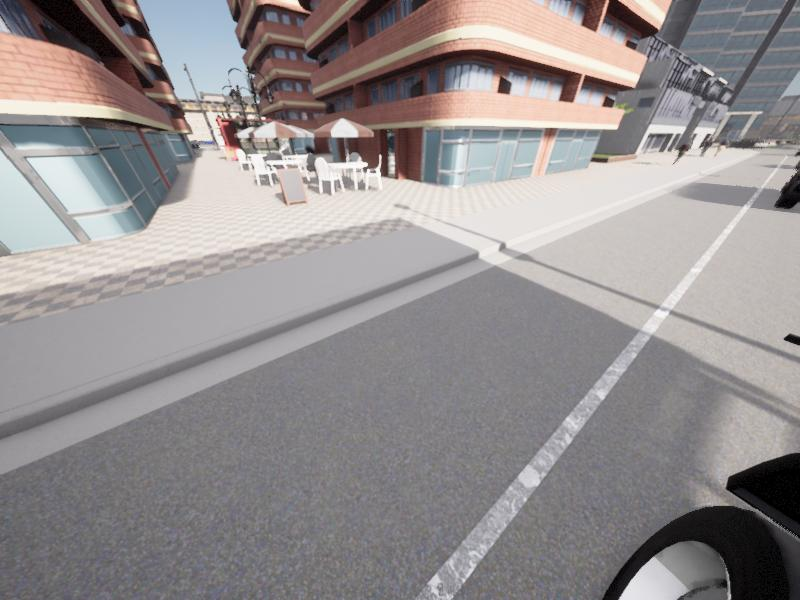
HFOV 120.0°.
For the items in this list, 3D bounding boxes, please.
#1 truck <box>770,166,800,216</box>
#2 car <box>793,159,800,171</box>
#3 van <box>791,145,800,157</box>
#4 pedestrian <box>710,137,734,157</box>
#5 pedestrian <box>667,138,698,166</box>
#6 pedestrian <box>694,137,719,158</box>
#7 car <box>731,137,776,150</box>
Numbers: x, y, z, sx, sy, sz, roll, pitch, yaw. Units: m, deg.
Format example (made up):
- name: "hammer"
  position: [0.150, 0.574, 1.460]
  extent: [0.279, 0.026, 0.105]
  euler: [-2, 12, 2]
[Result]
- name: "truck"
  position: [16.497, -4.517, 8.342]
  extent: [6.274, 2.098, 2.390]
  euler: [-22, 41, -28]
- name: "car"
  position: [32.440, -10.741, 17.658]
  extent: [4.181, 1.385, 1.994]
  euler: [-22, 41, -28]
- name: "van"
  position: [51.152, -18.883, 28.457]
  extent: [4.480, 2.038, 2.069]
  euler: [-24, 42, -30]
- name: "pedestrian"
  position: [36.391, -17.268, 26.141]
  extent: [0.751, 1.860, 0.751]
  euler: [-21, 40, -27]
- name: "pedestrian"
  position: [23.238, -12.180, 19.043]
  extent: [0.751, 1.860, 0.751]
  euler: [-22, 41, -28]
- name: "pedestrian"
  position: [33.652, -16.741, 25.406]
  extent: [0.751, 1.860, 0.751]
  euler: [-20, 40, -26]
- name: "car"
  position: [65.535, -29.124, 42.981]
  extent: [1.932, 1.855, 4.605]
  euler: [11, 37, 15]
